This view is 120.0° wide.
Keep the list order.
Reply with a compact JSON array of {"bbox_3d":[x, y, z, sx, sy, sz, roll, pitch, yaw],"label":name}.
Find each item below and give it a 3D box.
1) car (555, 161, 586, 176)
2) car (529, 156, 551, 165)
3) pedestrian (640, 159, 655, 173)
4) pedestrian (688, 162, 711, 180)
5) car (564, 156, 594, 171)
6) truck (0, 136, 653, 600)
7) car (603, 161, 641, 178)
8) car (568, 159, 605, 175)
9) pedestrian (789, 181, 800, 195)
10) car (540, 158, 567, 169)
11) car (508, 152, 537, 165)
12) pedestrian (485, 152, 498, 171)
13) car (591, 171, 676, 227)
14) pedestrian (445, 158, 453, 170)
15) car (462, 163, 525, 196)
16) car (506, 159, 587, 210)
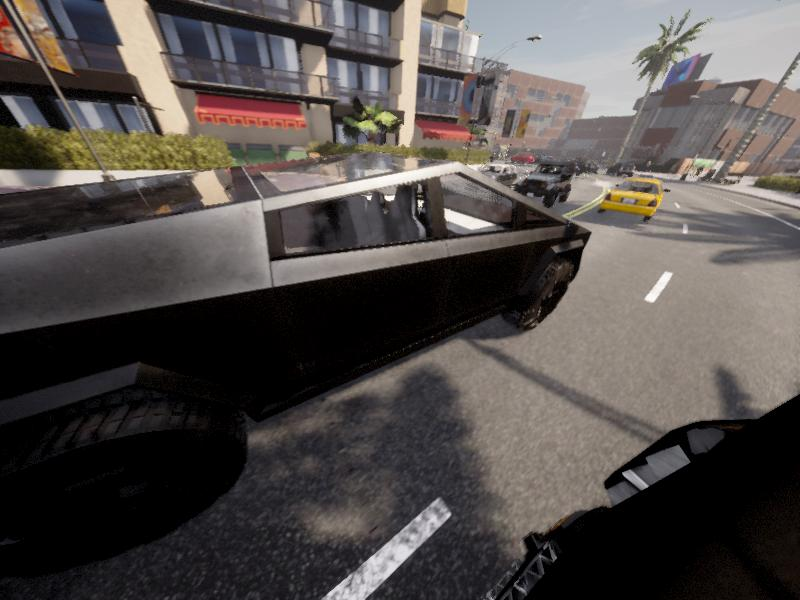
[{"bbox_3d":[22.618,-17.662,30.849,1.994,1.385,4.181,12,35,13],"label":"car"},{"bbox_3d":[30.251,-30.290,50.151,1.789,1.549,3.705,-5,35,-13],"label":"car"},{"bbox_3d":[39.653,-21.418,37.028,0.751,1.860,0.751,8,34,8],"label":"pedestrian"},{"bbox_3d":[38.481,-16.558,29.671,0.751,1.860,0.751,10,34,10],"label":"pedestrian"},{"bbox_3d":[31.433,-24.139,40.747,1.905,1.878,3.866,3,34,0],"label":"car"},{"bbox_3d":[-0.419,-0.416,2.619,6.274,2.098,2.390,-17,39,-28],"label":"truck"},{"bbox_3d":[29.938,-17.761,31.349,1.851,1.617,3.988,11,34,12],"label":"car"},{"bbox_3d":[26.998,-19.480,33.636,2.242,1.667,4.611,9,34,9],"label":"car"},{"bbox_3d":[33.498,-9.590,18.867,0.751,1.860,0.751,22,38,26],"label":"pedestrian"},{"bbox_3d":[27.947,-24.936,42.135,1.994,1.385,4.181,2,34,-2],"label":"car"},{"bbox_3d":[26.641,-30.939,50.398,2.150,2.045,5.566,-7,35,-15],"label":"car"},{"bbox_3d":[10.402,-15.695,26.199,0.751,1.860,0.751,21,38,25],"label":"pedestrian"},{"bbox_3d":[10.765,-4.805,10.518,5.366,1.575,1.801,-27,44,-37],"label":"car"},{"bbox_3d":[5.520,-15.366,26.039,0.500,1.100,0.500,22,38,26],"label":"pedestrian"},{"bbox_3d":[5.939,-7.768,14.665,3.806,1.475,1.970,-27,44,-37],"label":"car"},{"bbox_3d":[7.438,-5.975,11.728,3.866,1.878,1.905,-26,44,-36],"label":"car"}]
